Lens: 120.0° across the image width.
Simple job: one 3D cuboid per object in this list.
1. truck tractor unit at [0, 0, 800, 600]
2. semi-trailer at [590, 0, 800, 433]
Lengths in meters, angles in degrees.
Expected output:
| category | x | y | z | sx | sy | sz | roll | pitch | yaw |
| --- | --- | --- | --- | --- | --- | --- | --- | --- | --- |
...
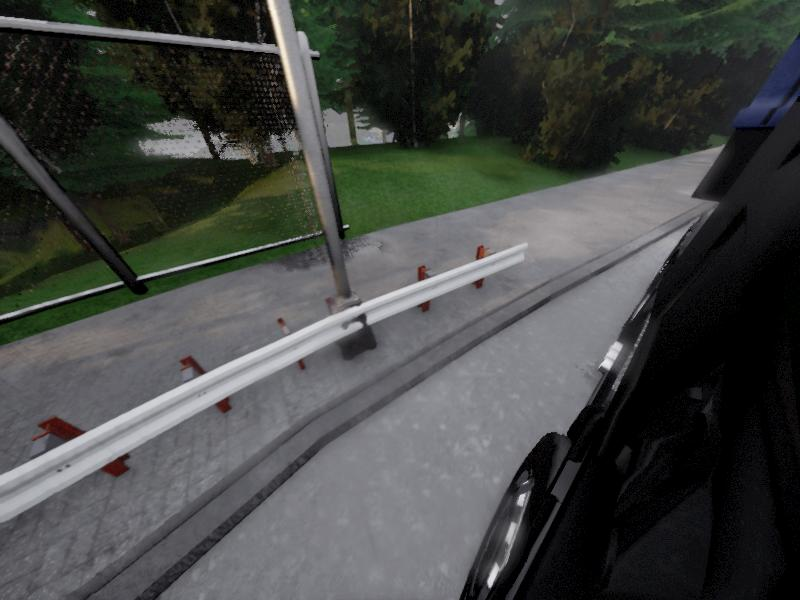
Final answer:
| category | x | y | z | sx | sy | sz | roll | pitch | yaw |
| --- | --- | --- | --- | --- | --- | --- | --- | --- | --- |
| truck tractor unit | 2.645 | -0.295 | 0.351 | 6.516 | 4.208 | 3.053 | -28 | 44 | -30 |
| semi-trailer | 9.197 | -3.213 | 3.654 | 14.254 | 4.402 | 2.717 | -22 | 41 | -24 |
